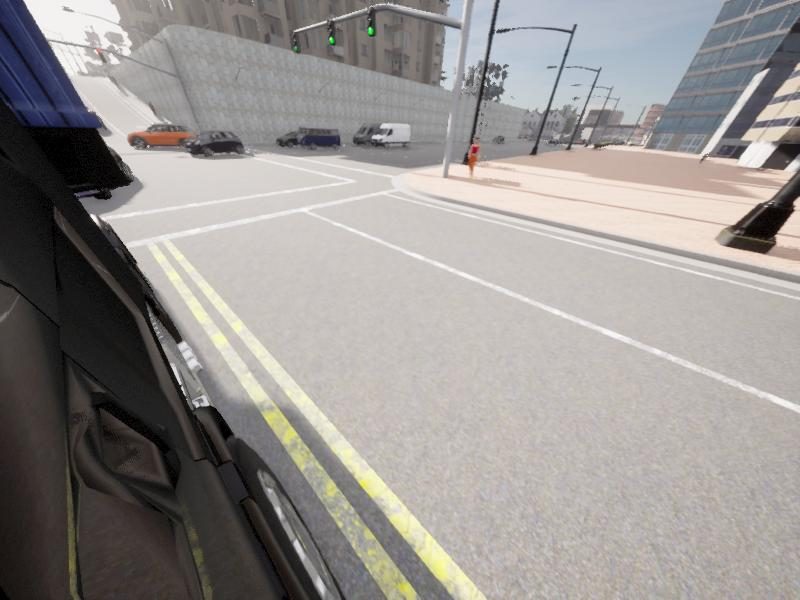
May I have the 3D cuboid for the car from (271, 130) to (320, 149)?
[{"bbox_3d":[-11.102,-17.258,24.835,1.816,1.474,4.193,29,44,31],"label":"car"}]

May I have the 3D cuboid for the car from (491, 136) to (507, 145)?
[{"bbox_3d":[22.254,-36.051,52.043,1.789,1.549,3.705,29,44,31],"label":"car"}]

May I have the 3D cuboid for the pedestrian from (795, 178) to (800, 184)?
[{"bbox_3d":[29.791,-8.988,16.750,0.500,1.100,0.500,-3,37,-7],"label":"pedestrian"}]

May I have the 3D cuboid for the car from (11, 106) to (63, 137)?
[{"bbox_3d":[-34.234,-16.858,21.800,5.238,1.638,1.930,33,46,27],"label":"car"}]

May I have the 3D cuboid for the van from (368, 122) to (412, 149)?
[{"bbox_3d":[-1.122,-21.052,29.656,1.988,2.561,5.915,29,44,31],"label":"van"}]

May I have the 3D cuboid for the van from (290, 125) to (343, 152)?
[{"bbox_3d":[-8.179,-16.183,23.152,1.775,1.987,4.442,29,44,30],"label":"van"}]

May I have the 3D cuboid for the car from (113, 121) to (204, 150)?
[{"bbox_3d":[-19.673,-13.668,19.216,4.553,1.767,2.097,-12,39,-19],"label":"car"}]

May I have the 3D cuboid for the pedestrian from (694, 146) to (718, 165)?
[{"bbox_3d":[36.998,-17.509,27.952,0.751,1.860,0.751,23,41,25],"label":"pedestrian"}]

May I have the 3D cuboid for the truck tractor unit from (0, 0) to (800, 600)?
[{"bbox_3d":[-2.645,-0.295,0.351,6.516,4.208,3.053,28,44,30],"label":"truck tractor unit"}]

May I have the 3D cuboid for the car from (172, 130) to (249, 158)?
[{"bbox_3d":[-13.506,-11.369,16.750,1.845,1.501,3.633,16,39,17],"label":"car"}]

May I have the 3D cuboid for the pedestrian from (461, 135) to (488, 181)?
[{"bbox_3d":[3.684,-7.074,11.515,0.751,1.860,0.751,21,41,23],"label":"pedestrian"}]

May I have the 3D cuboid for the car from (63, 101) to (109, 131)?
[{"bbox_3d":[-34.684,-20.295,25.527,4.605,1.855,1.932,34,47,25],"label":"car"}]

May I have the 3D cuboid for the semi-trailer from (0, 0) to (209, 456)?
[{"bbox_3d":[-10.089,-1.587,1.434,14.254,4.402,2.717,4,36,2],"label":"semi-trailer"}]

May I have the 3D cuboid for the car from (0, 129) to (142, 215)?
[{"bbox_3d":[-10.855,-4.440,7.554,2.033,1.649,4.856,-19,42,-26],"label":"car"}]

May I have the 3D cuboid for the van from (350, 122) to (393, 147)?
[{"bbox_3d":[-3.750,-22.512,31.442,1.988,2.561,5.915,29,44,31],"label":"van"}]

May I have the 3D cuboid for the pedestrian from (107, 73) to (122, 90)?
[{"bbox_3d":[-47.734,-36.533,38.663,0.751,1.860,0.751,28,44,30],"label":"pedestrian"}]
